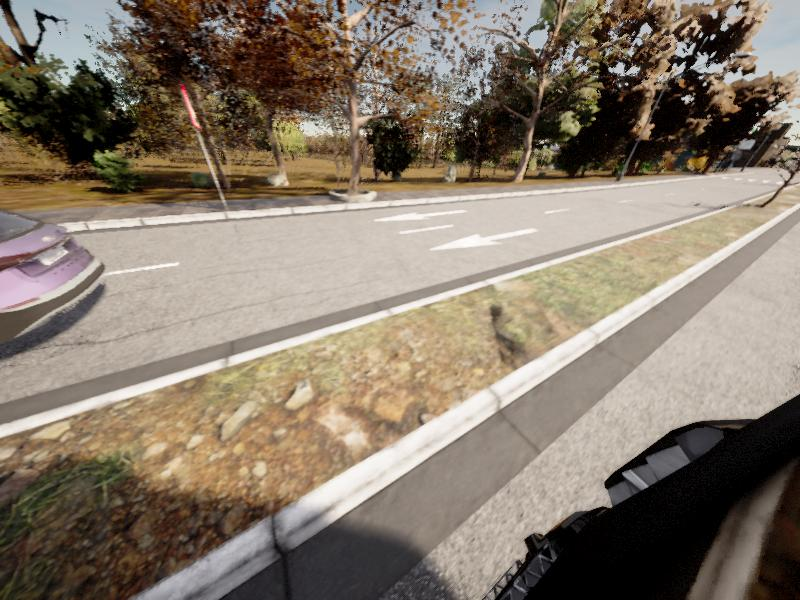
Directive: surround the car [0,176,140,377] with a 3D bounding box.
[{"bbox_3d":[-6.216,0.046,1.899,4.856,1.649,2.033,-16,38,-26],"label":"car"}]
